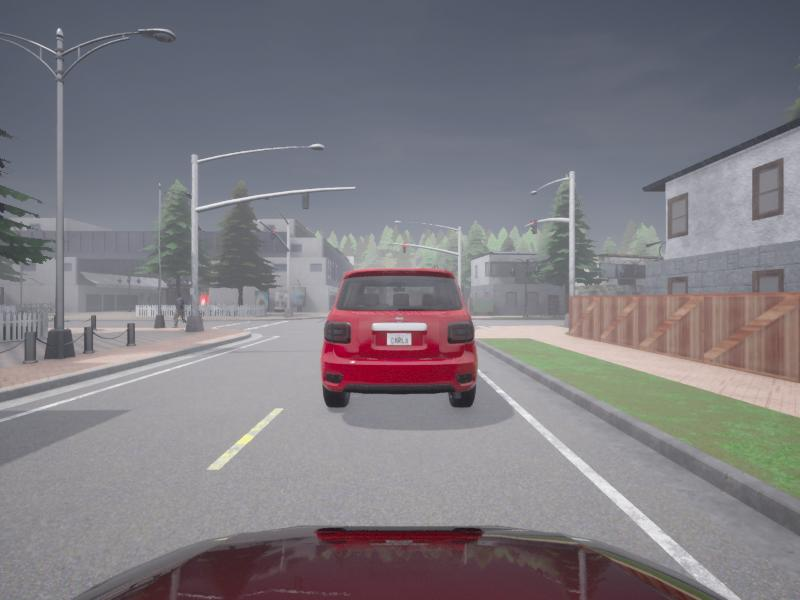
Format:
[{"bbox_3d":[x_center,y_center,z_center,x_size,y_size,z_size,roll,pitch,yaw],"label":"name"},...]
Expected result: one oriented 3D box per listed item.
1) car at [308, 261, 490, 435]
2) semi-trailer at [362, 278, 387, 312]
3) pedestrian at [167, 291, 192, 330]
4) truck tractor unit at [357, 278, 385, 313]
[{"bbox_3d":[-0.013,0.568,7.496,2.150,2.045,5.566,0,0,0],"label":"car"},{"bbox_3d":[-3.525,-0.618,59.050,2.717,4.402,14.254,0,0,0],"label":"semi-trailer"},{"bbox_3d":[-10.766,0.500,19.547,0.751,1.860,0.751,0,0,2],"label":"pedestrian"},{"bbox_3d":[-3.568,-0.516,51.138,3.053,4.208,6.516,0,0,0],"label":"truck tractor unit"}]
